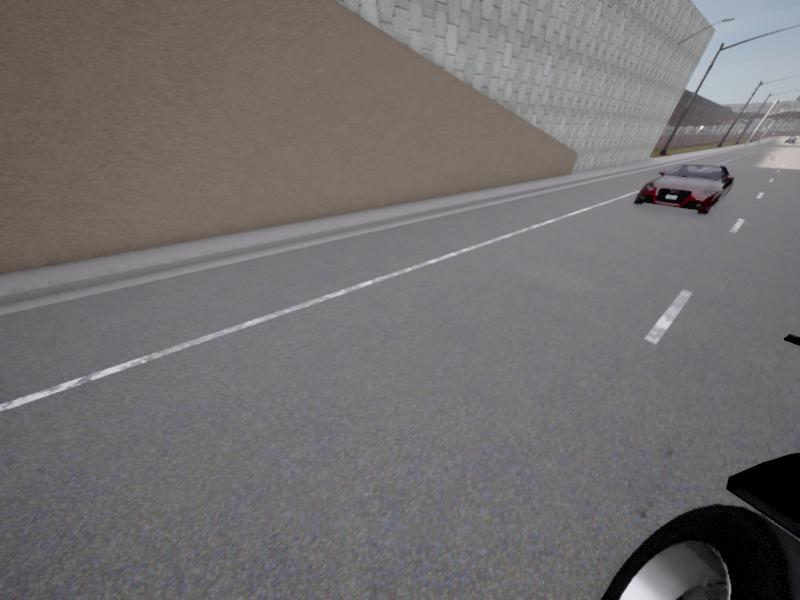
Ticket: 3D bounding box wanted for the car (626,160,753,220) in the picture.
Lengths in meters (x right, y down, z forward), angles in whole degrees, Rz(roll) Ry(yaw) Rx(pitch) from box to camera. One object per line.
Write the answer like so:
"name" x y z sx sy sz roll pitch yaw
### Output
"car" 10.988 -4.359 8.787 4.181 1.385 1.994 -22 41 -28
